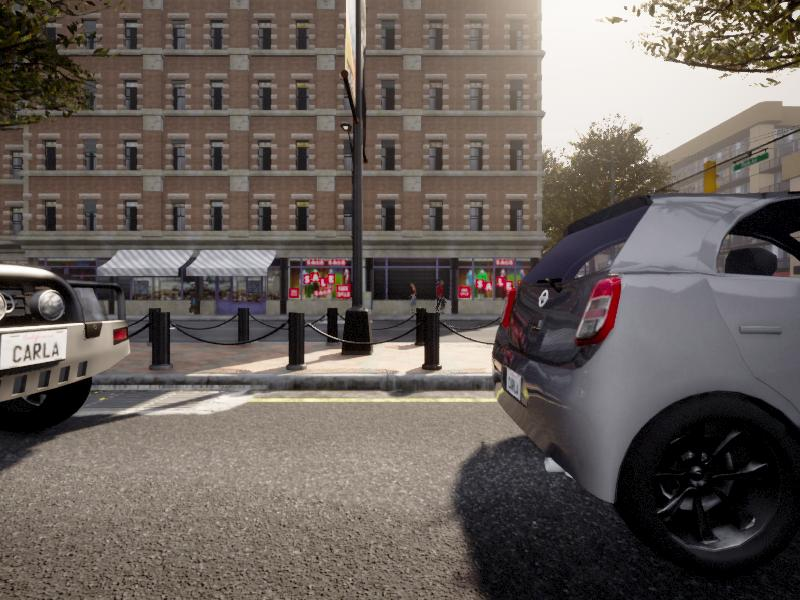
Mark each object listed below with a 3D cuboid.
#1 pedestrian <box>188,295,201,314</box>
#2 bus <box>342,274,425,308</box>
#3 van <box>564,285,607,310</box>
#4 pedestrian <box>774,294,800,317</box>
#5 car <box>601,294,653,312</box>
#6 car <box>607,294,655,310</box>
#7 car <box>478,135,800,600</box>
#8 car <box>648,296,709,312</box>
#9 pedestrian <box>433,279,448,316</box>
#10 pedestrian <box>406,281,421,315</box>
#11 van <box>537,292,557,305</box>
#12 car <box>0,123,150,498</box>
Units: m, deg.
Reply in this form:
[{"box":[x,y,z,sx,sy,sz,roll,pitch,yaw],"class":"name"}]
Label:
[{"box":[-11.826,0.267,22.982,0.500,1.100,0.500,0,0,-3],"class":"pedestrian"},{"box":[-2.059,-1.133,51.914,10.273,4.253,3.944,0,0,0],"class":"bus"},{"box":[20.136,-0.280,43.771,1.988,2.561,5.915,0,0,0],"class":"van"},{"box":[21.800,0.314,22.512,0.751,1.300,0.751,0,0,-1],"class":"pedestrian"},{"box":[20.184,0.242,35.853,1.837,1.490,4.892,0,0,0],"class":"car"},{"box":[23.652,0.198,41.198,1.801,1.575,5.366,0,0,0],"class":"car"},{"box":[2.425,0.226,2.192,3.633,1.501,1.845,0,0,0],"class":"car"},{"box":[23.693,0.341,34.300,1.895,1.301,4.718,0,0,0],"class":"car"},{"box":[2.106,-0.115,20.801,0.751,1.860,0.751,0,0,10],"class":"pedestrian"},{"box":[0.755,-0.115,21.974,0.751,1.860,0.751,0,0,11],"class":"pedestrian"},{"box":[30.422,-0.286,83.072,1.988,2.561,5.915,0,0,0],"class":"van"},{"box":[-4.281,0.053,2.201,4.605,1.855,1.932,0,0,0],"class":"car"}]
